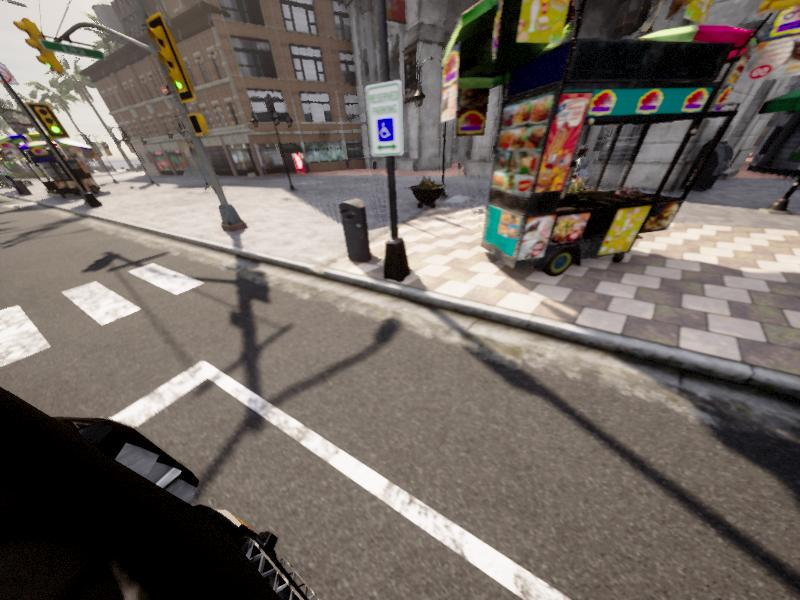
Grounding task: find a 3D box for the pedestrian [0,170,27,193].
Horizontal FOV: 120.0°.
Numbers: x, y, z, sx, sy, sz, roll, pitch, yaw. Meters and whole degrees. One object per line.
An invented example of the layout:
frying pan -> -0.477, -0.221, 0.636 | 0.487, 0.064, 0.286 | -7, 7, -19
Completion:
pedestrian -> -37.257, -11.364, 22.072 | 0.751, 1.860, 0.751 | 25, 43, 35
